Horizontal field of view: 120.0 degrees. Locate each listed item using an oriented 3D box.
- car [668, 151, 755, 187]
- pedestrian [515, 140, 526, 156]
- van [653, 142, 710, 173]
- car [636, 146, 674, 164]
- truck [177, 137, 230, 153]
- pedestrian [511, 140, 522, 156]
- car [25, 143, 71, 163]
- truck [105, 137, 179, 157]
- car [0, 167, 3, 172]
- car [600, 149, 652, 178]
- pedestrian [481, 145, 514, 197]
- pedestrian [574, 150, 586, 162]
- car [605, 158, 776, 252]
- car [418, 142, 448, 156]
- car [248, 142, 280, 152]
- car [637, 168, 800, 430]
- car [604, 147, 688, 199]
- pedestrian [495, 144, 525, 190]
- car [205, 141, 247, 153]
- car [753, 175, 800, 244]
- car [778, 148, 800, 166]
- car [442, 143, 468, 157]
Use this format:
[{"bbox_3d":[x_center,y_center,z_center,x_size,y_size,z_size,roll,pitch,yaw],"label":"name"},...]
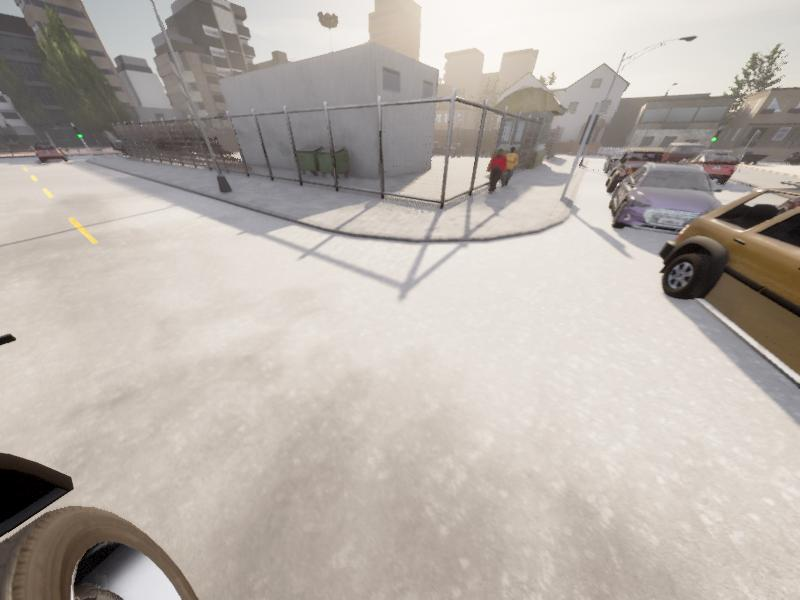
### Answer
[{"bbox_3d":[19.508,-8.498,14.805,2.007,1.525,4.514,22,41,28],"label":"car"},{"bbox_3d":[17.373,-21.885,33.282,0.751,1.860,0.751,24,42,30],"label":"pedestrian"},{"bbox_3d":[23.988,-12.355,19.917,1.775,1.987,4.442,22,41,28],"label":"van"},{"bbox_3d":[29.761,-17.070,27.098,1.816,1.474,4.193,19,39,24],"label":"car"},{"bbox_3d":[-33.774,-26.939,40.070,2.390,2.098,6.274,22,41,28],"label":"truck"},{"bbox_3d":[17.090,-22.296,33.862,0.751,1.860,0.751,-29,45,-35],"label":"pedestrian"},{"bbox_3d":[-36.412,-15.353,24.028,3.988,1.617,1.851,27,43,33],"label":"car"},{"bbox_3d":[-35.609,-21.389,32.176,2.390,2.098,6.274,22,41,28],"label":"truck"},{"bbox_3d":[-31.981,-10.444,17.209,4.193,1.474,1.816,22,40,27],"label":"car"},{"bbox_3d":[17.206,-10.649,17.855,2.128,1.511,4.902,22,40,27],"label":"car"},{"bbox_3d":[4.208,-5.608,10.054,0.751,1.860,0.751,25,42,30],"label":"pedestrian"},{"bbox_3d":[20.005,-16.037,25.660,0.500,1.100,0.500,-17,39,-23],"label":"pedestrian"},{"bbox_3d":[8.230,-3.332,7.295,2.033,1.649,4.856,22,41,28],"label":"car"},{"bbox_3d":[4.909,-22.381,34.160,2.242,1.667,4.611,22,41,28],"label":"car"},{"bbox_3d":[-25.768,-29.192,43.899,1.812,1.442,4.674,22,41,28],"label":"car"},{"bbox_3d":[5.075,0.050,2.251,1.932,1.855,4.605,12,37,16],"label":"car"},{"bbox_3d":[12.009,-6.544,11.655,1.905,1.878,3.866,22,41,28],"label":"car"},{"bbox_3d":[5.358,-6.508,11.341,0.751,1.860,0.751,22,41,28],"label":"pedestrian"},{"bbox_3d":[-29.550,-26.216,39.473,1.930,1.638,5.238,22,41,28],"label":"car"},{"bbox_3d":[11.618,-1.905,5.522,1.994,1.385,4.181,20,40,26],"label":"car"},{"bbox_3d":[43.512,-14.439,23.465,4.792,1.488,2.163,22,41,28],"label":"car"},{"bbox_3d":[7.929,-21.615,33.214,1.816,1.474,4.193,22,41,28],"label":"car"}]
